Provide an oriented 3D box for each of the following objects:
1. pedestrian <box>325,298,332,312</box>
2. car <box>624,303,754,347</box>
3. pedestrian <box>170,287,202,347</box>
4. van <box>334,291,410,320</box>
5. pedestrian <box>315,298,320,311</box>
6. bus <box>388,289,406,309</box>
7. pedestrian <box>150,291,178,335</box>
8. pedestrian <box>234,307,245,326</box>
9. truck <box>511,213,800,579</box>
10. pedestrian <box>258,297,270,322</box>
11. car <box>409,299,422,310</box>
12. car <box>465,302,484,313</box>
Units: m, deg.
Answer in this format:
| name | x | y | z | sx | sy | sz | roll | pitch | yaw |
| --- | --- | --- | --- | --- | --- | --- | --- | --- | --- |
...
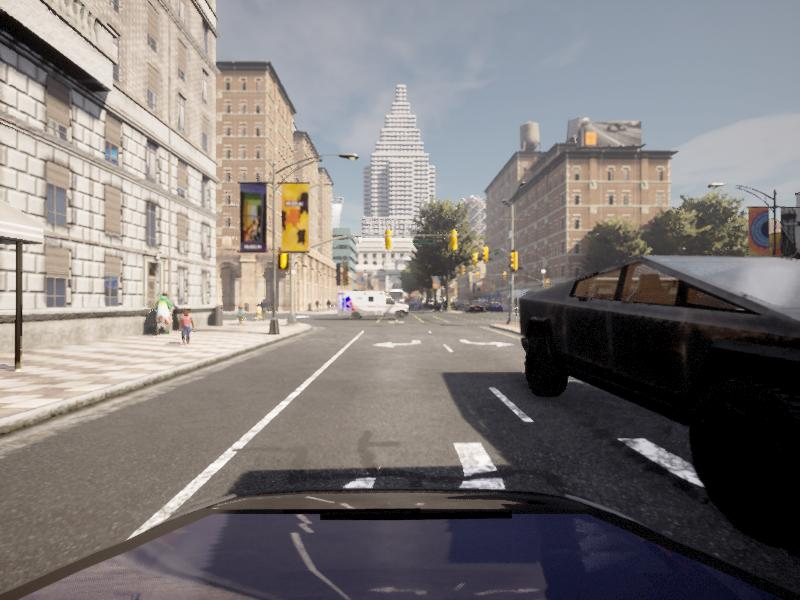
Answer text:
| name | x | y | z | sx | sy | sz | roll | pitch | yaw |
| --- | --- | --- | --- | --- | --- | --- | --- | --- | --- |
| pedestrian | -9.507 | 0.662 | 53.140 | 0.751 | 1.860 | 0.751 | 0 | 0 | 4 |
| car | 11.354 | 0.885 | 16.234 | 2.007 | 1.525 | 4.514 | 0 | 0 | 0 |
| pedestrian | -6.827 | 0.530 | 12.784 | 0.751 | 1.860 | 0.751 | 0 | 0 | -15 |
| van | -2.364 | 0.495 | 34.805 | 6.366 | 2.431 | 2.351 | 0 | 0 | -1 |
| pedestrian | -12.569 | 0.687 | 60.984 | 0.751 | 1.860 | 0.751 | 0 | 0 | -2 |
| bus | -0.732 | -0.237 | 91.099 | 3.944 | 4.253 | 10.273 | 0 | 0 | -1 |
| pedestrian | -10.032 | 0.544 | 17.029 | 0.751 | 1.860 | 0.751 | 0 | 0 | 2 |
| pedestrian | -9.521 | 0.946 | 23.768 | 0.500 | 1.100 | 0.500 | 0 | 0 | -39 |
| truck | 3.463 | 0.562 | 4.907 | 2.390 | 2.098 | 6.274 | 0 | 0 | -1 |
| pedestrian | -10.437 | 0.741 | 30.704 | 0.751 | 1.860 | 0.751 | 0 | 0 | -7 |
| car | 2.803 | 0.820 | 74.667 | 2.150 | 2.045 | 5.566 | 0 | 0 | -1 |
| car | 10.929 | 1.021 | 58.939 | 2.038 | 1.542 | 4.974 | 0 | 0 | 1 |
